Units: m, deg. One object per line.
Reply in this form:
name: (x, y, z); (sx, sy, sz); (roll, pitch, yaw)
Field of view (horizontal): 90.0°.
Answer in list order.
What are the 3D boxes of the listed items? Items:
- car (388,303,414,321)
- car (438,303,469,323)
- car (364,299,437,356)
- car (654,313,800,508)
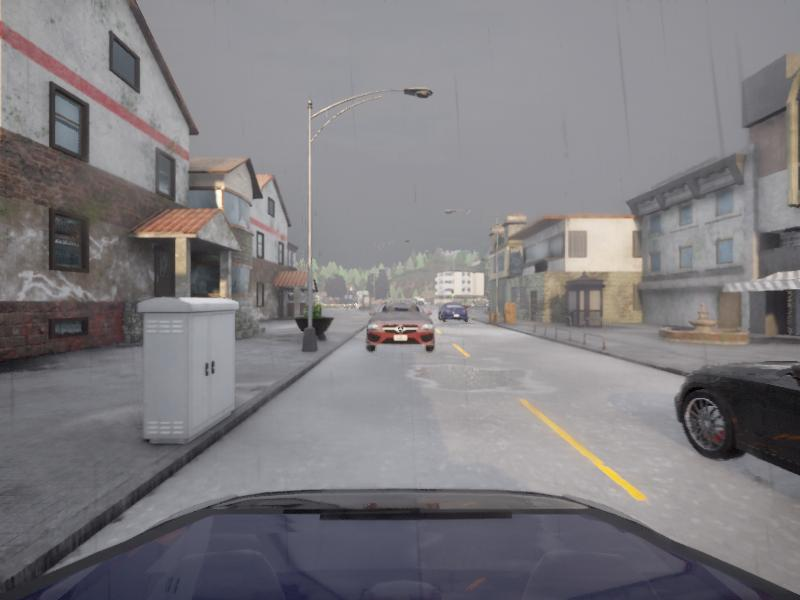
car: (0.037, 0.973, 33.933); (2.033, 1.411, 5.357); (0, 0, 0)
car: (4.036, 0.941, 30.710); (1.812, 1.442, 4.674); (0, 0, 0)
car: (0.026, 0.814, 14.185); (2.152, 1.651, 5.027); (0, 0, 0)
car: (3.971, 0.877, 2.498); (1.812, 1.442, 4.674); (0, 0, 0)
